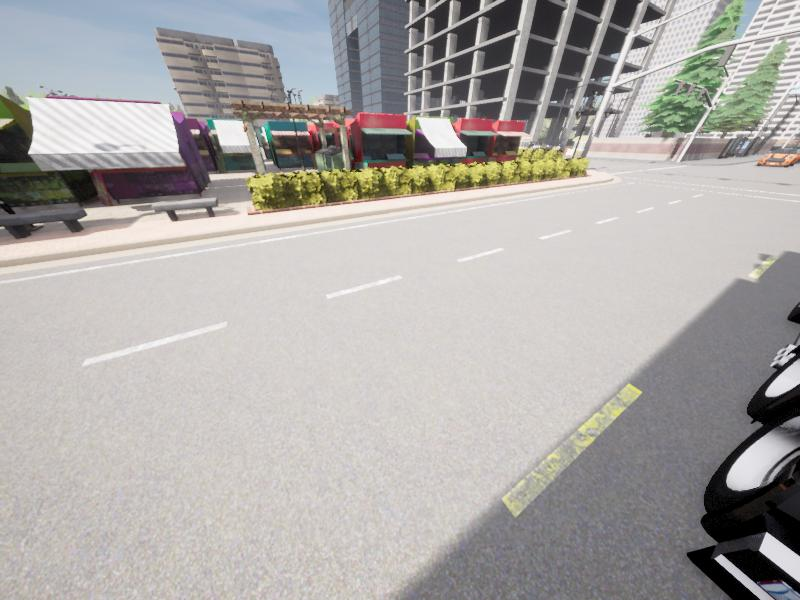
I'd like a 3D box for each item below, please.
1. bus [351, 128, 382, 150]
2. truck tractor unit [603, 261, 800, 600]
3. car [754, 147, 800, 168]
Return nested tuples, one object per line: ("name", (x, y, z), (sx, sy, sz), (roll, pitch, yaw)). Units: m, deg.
("bus", (-8.736, -41.287, 59.398), (3.944, 4.253, 10.273), (-18, 39, -24))
("truck tractor unit", (5.103, -0.308, 0.789), (6.516, 4.208, 3.053), (-19, 39, -24))
("car", (41.558, -15.595, 25.127), (4.553, 1.767, 2.097), (-18, 39, -24))
